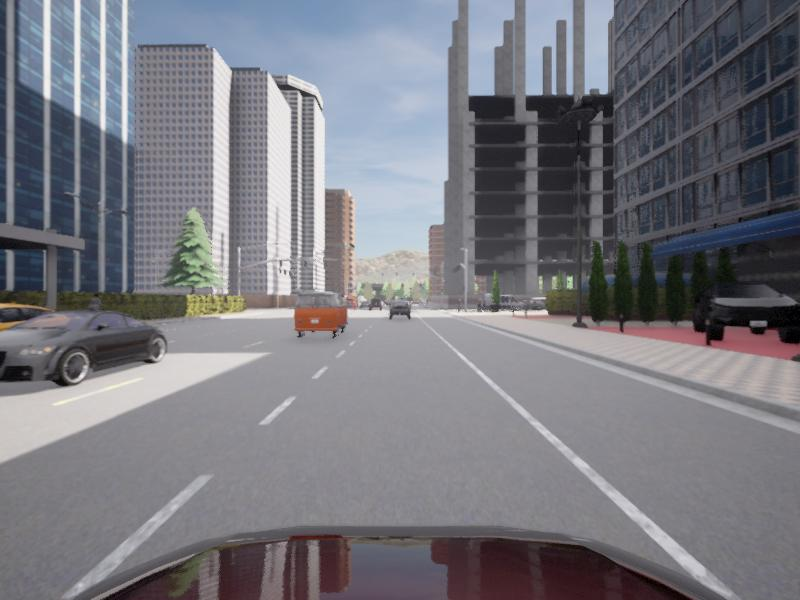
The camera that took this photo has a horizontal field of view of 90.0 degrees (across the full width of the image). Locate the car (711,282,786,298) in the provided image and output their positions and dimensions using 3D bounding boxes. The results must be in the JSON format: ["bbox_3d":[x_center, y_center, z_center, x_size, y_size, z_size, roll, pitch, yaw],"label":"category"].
[{"bbox_3d":[12.432,-0.340,14.399,1.750,0.535,1.642,0,0,31],"label":"car"}]

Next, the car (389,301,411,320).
[{"bbox_3d":[-0.001,0.862,35.652,1.837,1.490,4.892,0,0,0],"label":"car"}]

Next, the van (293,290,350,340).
[{"bbox_3d":[-3.455,0.606,18.327,1.775,1.987,4.442,0,0,0],"label":"van"}]

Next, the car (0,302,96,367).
[{"bbox_3d":[-10.499,0.827,10.050,1.882,1.535,5.008,0,0,0],"label":"car"}]

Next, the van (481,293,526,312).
[{"bbox_3d":[14.809,0.348,57.184,5.915,2.561,1.988,0,0,0],"label":"van"}]

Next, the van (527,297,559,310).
[{"bbox_3d":[22.910,0.600,64.134,4.480,2.038,2.069,0,0,0],"label":"van"}]

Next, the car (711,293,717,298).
[{"bbox_3d":[11.469,-0.162,14.603,0.090,0.191,0.653,0,0,31],"label":"car"}]

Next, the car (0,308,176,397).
[{"bbox_3d":[-7.007,0.911,8.677,1.994,1.385,4.181,0,0,0],"label":"car"}]

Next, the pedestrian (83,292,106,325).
[{"bbox_3d":[-17.423,0.495,22.836,0.751,1.860,0.751,0,0,2],"label":"pedestrian"}]

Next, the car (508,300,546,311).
[{"bbox_3d":[19.245,0.807,60.655,5.027,1.651,2.152,0,0,0],"label":"car"}]

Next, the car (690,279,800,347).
[{"bbox_3d":[13.122,0.409,15.568,2.390,2.098,6.274,0,0,31],"label":"car"}]

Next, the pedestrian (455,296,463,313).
[{"bbox_3d":[6.661,0.504,44.925,0.751,1.860,0.751,0,0,-3],"label":"pedestrian"}]

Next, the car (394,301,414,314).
[{"bbox_3d":[0.471,0.873,46.871,1.970,1.475,3.806,0,0,6],"label":"car"}]

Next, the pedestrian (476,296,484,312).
[{"bbox_3d":[9.420,0.505,47.216,0.751,1.860,0.751,0,0,-2],"label":"pedestrian"}]
